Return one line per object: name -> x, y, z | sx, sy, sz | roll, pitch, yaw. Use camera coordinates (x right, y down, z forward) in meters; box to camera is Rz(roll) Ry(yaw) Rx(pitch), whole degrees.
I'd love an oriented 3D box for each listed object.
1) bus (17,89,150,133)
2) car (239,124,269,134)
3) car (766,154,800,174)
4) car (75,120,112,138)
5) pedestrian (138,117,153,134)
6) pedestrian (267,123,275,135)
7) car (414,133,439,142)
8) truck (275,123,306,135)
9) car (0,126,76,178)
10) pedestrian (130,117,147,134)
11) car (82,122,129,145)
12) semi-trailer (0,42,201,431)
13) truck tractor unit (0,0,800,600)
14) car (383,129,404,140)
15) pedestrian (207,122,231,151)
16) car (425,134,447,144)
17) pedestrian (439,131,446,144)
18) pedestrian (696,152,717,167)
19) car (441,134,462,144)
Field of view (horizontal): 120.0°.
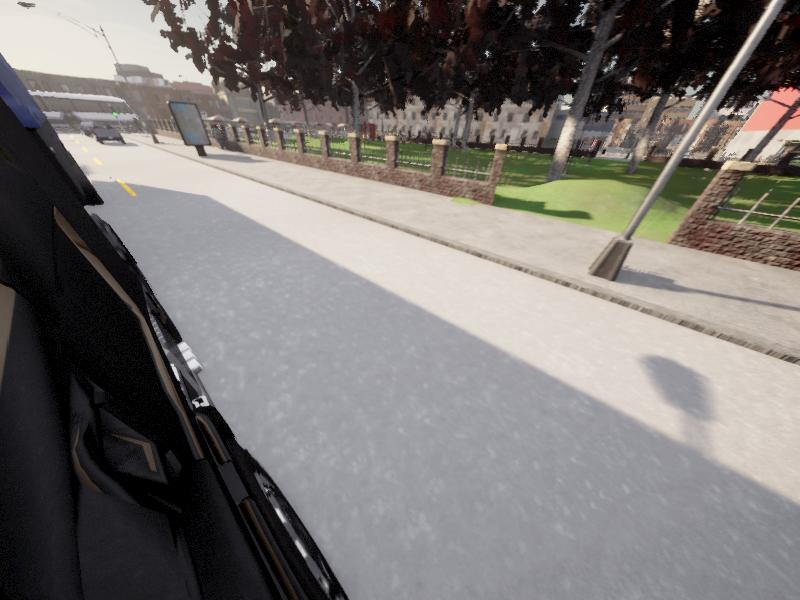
bus -> -44.754, -27.024, 33.516 | 3.944, 4.253, 10.273 | 28, 44, 30
car -> -32.386, -37.998, 51.334 | 1.882, 1.535, 5.008 | 28, 44, 30
car -> 42.074, -13.801, 23.665 | 4.514, 1.525, 2.007 | 28, 44, 30
car -> -35.705, -19.913, 26.899 | 4.674, 1.442, 1.812 | 28, 43, 29
pedestrian -> -35.788, -24.512, 32.494 | 0.751, 1.860, 0.751 | 32, 45, 33
pedestrian -> -25.961, -34.391, 46.418 | 0.751, 1.860, 0.751 | 27, 43, 29
car -> 5.822, -36.183, 51.397 | 4.902, 1.511, 2.128 | 28, 43, 30
truck -> -26.784, -41.957, 56.743 | 2.390, 2.098, 6.274 | 28, 43, 30
car -> -16.948, -6.804, 10.435 | 4.514, 1.525, 2.007 | 28, 43, 30
pedestrian -> -36.720, -24.531, 32.459 | 0.751, 1.860, 0.751 | 27, 43, 29
car -> -27.017, -15.300, 21.194 | 3.633, 1.501, 1.845 | 28, 43, 30
semi-trailer -> -8.693, -3.601, 4.242 | 14.254, 4.402, 2.717 | 28, 44, 30
truck tractor unit -> -2.645, -0.295, 0.351 | 6.516, 4.208, 3.053 | 28, 44, 30
car -> -1.480, -37.123, 51.880 | 4.605, 1.855, 1.932 | 28, 43, 30
pedestrian -> -14.464, -13.022, 18.455 | 0.751, 1.860, 0.751 | 28, 43, 30
car -> 7.152, -32.343, 46.352 | 3.806, 1.475, 1.970 | 28, 43, 30
pedestrian -> 7.653, -29.074, 41.456 | 0.751, 1.860, 0.751 | -29, 47, -35
pedestrian -> 32.742, -15.032, 24.688 | 0.751, 1.300, 0.751 | 28, 44, 30
car -> 10.768, -33.565, 48.184 | 3.633, 1.501, 1.845 | 28, 43, 30
